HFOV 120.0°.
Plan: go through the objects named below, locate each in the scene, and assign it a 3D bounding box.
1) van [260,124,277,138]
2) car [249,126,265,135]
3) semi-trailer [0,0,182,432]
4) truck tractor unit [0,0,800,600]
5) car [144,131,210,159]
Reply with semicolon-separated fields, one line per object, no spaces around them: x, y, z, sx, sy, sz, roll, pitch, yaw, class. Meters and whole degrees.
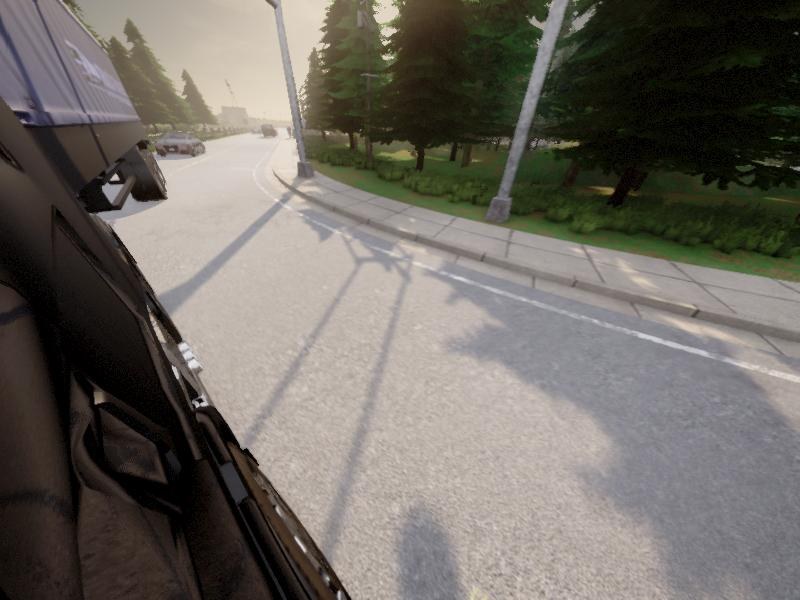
-23.844;-30.776;42.043;1.775;1.987;4.442;-10;38;-17;van
-31.227;-37.143;50.535;2.128;1.511;4.902;-9;38;-17;car
-7.843;-4.074;4.921;2.717;4.402;14.254;-24;44;-31;semi-trailer
-2.645;-0.295;0.351;6.516;4.208;3.053;28;44;30;truck tractor unit
-15.709;-11.189;16.574;1.994;1.385;4.181;-11;38;-18;car
